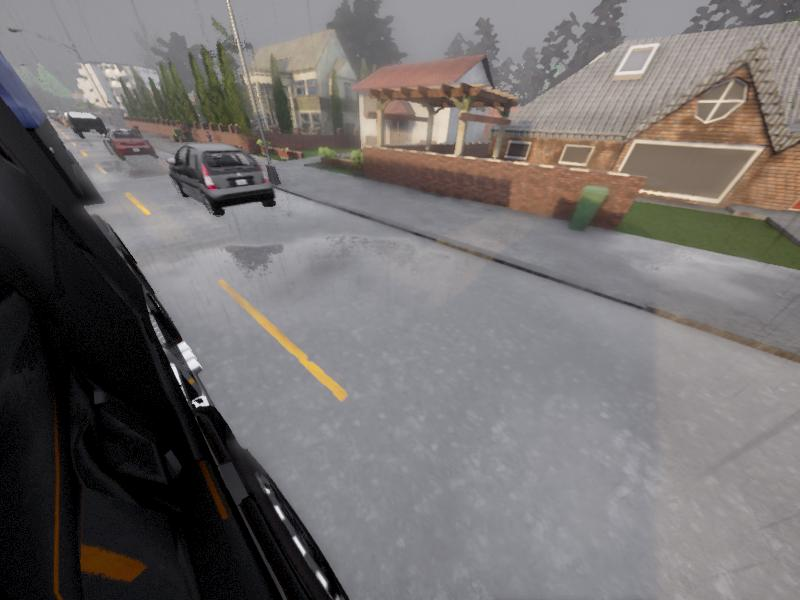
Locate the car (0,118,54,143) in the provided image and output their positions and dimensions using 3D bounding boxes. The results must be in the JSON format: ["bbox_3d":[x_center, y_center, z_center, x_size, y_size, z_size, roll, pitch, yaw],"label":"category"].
[{"bbox_3d":[-31.195,-14.180,19.295,4.514,1.525,2.007,28,44,30],"label":"car"}]

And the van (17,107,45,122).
[{"bbox_3d":[-83.061,-41.790,52.035,6.366,2.431,2.351,28,43,29],"label":"van"}]

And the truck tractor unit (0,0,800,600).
[{"bbox_3d":[-2.645,-0.295,0.351,6.516,4.208,3.053,28,44,30],"label":"truck tractor unit"}]

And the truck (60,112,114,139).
[{"bbox_3d":[-33.541,-18.732,24.747,6.274,2.098,2.390,28,43,29],"label":"truck"}]

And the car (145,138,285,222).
[{"bbox_3d":[-5.720,-3.911,7.173,3.988,1.617,1.851,28,43,29],"label":"car"}]

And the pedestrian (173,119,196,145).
[{"bbox_3d":[-19.496,-15.208,20.943,0.751,1.860,0.751,27,43,29],"label":"pedestrian"}]

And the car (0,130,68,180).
[{"bbox_3d":[-16.293,-6.306,9.879,4.181,1.385,1.994,30,44,31],"label":"car"}]

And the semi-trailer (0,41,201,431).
[{"bbox_3d":[-8.684,-3.617,4.239,14.254,4.402,2.717,28,44,30],"label":"semi-trailer"}]

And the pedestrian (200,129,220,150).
[{"bbox_3d":[-15.512,-13.090,18.842,0.751,1.300,0.751,-25,45,-32],"label":"pedestrian"}]

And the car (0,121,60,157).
[{"bbox_3d":[-22.995,-9.867,14.067,4.514,1.525,2.007,28,43,30],"label":"car"}]

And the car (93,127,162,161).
[{"bbox_3d":[-17.002,-9.783,14.393,4.193,1.474,1.816,28,43,29],"label":"car"}]
